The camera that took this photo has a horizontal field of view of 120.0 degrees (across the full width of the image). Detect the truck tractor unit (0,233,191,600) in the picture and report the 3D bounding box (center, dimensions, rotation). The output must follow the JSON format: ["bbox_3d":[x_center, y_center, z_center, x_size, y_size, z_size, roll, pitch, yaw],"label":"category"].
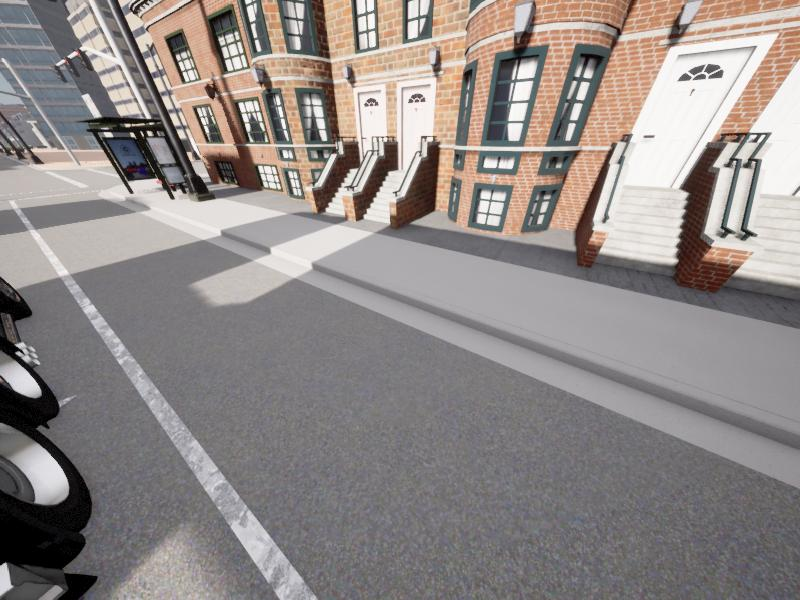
[{"bbox_3d":[-5.057,-0.352,0.851,6.516,4.208,3.053,21,40,27],"label":"truck tractor unit"}]
